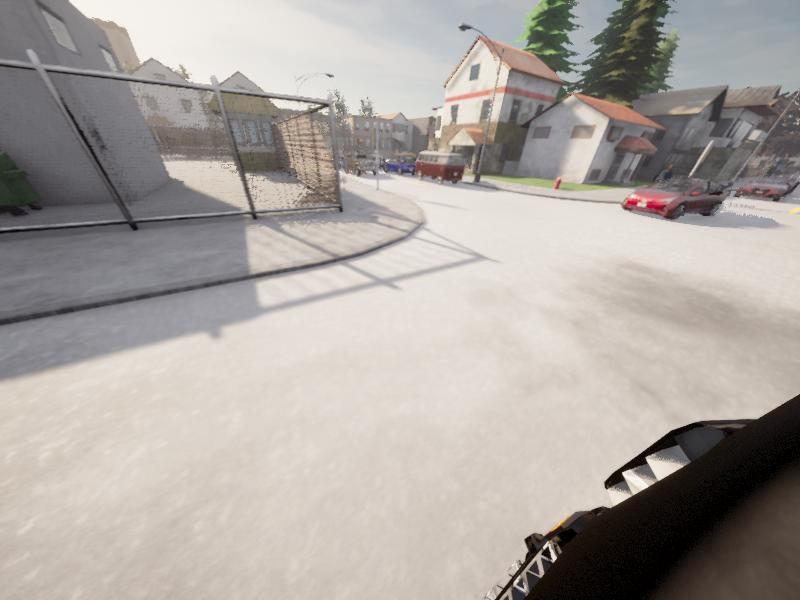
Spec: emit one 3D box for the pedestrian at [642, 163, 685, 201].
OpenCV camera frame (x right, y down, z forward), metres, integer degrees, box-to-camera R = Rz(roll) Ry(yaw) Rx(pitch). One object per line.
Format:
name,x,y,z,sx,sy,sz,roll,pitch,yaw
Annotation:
pedestrian,15.187,-6.810,13.367,0.751,1.860,0.751,20,37,24

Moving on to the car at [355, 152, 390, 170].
car,-3.257,-16.002,26.587,2.163,1.488,4.792,-16,38,-26

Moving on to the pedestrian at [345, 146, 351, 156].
pedestrian,-11.256,-32.178,49.924,0.751,1.860,0.751,-24,42,-34

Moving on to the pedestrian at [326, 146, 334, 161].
pedestrian,-10.635,-22.346,35.289,0.751,1.860,0.751,-16,38,-25

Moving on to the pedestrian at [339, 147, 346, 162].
pedestrian,-8.491,-21.554,34.237,0.751,1.860,0.751,4,33,2

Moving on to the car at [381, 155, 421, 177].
car,-0.006,-12.769,21.925,1.816,1.474,4.193,-16,38,-26

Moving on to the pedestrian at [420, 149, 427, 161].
pedestrian,4.521,-27.854,44.443,0.751,1.860,0.751,-12,36,-21

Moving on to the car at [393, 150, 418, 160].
car,1.210,-32.381,51.565,5.366,1.575,1.801,-17,38,-27

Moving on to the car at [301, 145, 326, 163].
car,-11.883,-19.986,31.654,1.905,1.878,3.866,-18,38,-28

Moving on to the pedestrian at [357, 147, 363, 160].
pedestrian,-6.772,-24.829,39.101,0.751,1.860,0.751,11,34,12

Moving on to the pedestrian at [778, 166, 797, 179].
pedestrian,67.689,-22.297,40.332,0.751,1.860,0.751,-14,37,-23

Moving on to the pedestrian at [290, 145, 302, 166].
pedestrian,-10.994,-15.302,24.428,0.751,1.860,0.751,-11,36,-19

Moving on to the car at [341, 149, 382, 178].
car,-3.451,-12.082,20.286,1.932,1.855,4.605,-15,37,-24

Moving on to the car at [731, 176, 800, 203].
car,26.723,-8.155,16.861,4.181,1.385,1.994,-17,38,-27

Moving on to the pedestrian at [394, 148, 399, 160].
pedestrian,-0.633,-27.093,42.941,0.751,1.860,0.751,-11,36,-19

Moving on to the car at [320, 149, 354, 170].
car,-6.916,-15.300,25.144,2.033,1.649,4.856,-15,37,-25

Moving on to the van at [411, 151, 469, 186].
van,2.860,-10.189,17.756,1.775,1.987,4.442,-17,38,-26

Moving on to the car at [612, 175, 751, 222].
car,12.742,-4.728,10.587,4.514,1.525,2.007,-9,35,-16

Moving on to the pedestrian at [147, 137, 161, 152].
pedestrian,-39.115,-24.739,36.784,0.751,1.860,0.751,-16,38,-26

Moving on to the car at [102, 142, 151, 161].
car,-27.237,-14.944,23.192,1.816,1.474,4.193,-16,38,-26

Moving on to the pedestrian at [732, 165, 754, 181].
pedestrian,44.903,-16.633,30.236,0.751,1.860,0.751,-17,38,-27

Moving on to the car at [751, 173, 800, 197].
car,32.140,-9.778,19.537,3.633,1.501,1.845,-16,38,-26
